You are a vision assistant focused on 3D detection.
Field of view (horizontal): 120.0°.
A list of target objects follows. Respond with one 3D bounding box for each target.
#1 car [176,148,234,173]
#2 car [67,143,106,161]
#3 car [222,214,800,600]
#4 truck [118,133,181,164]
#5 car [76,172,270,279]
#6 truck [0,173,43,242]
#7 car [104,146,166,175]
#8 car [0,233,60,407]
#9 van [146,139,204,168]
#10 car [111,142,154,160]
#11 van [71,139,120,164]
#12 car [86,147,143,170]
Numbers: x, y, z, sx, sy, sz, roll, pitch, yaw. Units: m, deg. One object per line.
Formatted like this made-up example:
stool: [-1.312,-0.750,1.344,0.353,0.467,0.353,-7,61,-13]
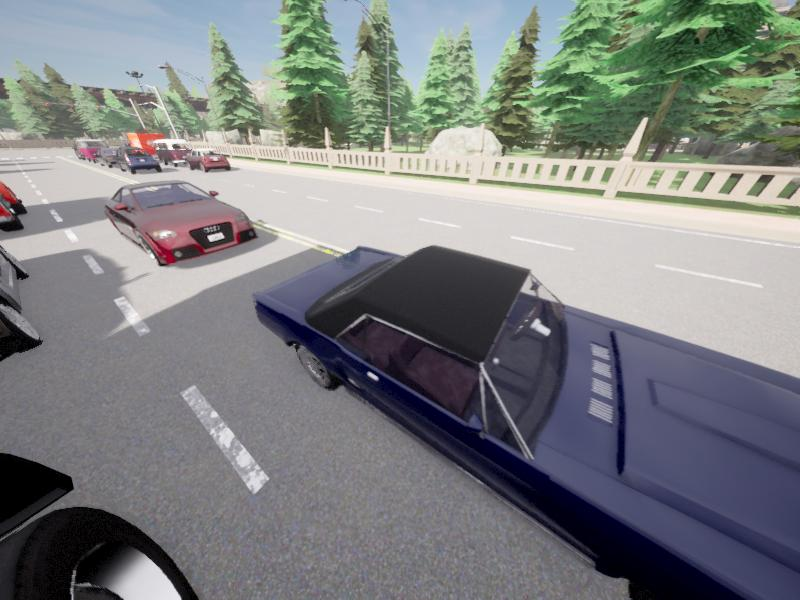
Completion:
car: [-15.370,-11.096,18.274,3.806,1.475,1.970,22,41,28]
car: [-35.919,-17.023,26.476,3.705,1.549,1.789,22,41,28]
car: [0.741,0.454,2.151,4.718,1.301,1.895,22,41,28]
truck: [-26.169,-15.896,24.150,5.204,2.467,2.627,22,41,28]
car: [-5.568,-2.135,5.719,4.181,1.385,1.994,21,40,27]
truck: [-12.852,-3.097,6.070,5.204,2.467,2.627,22,41,28]
car: [-19.843,-10.508,17.295,3.988,1.617,1.851,22,41,28]
car: [-6.541,-0.186,2.722,5.238,1.638,1.930,22,41,28]
van: [-20.488,-13.408,21.030,4.480,2.038,2.069,22,41,28]
car: [-32.317,-18.049,27.893,4.856,1.649,2.033,22,41,28]
van: [-31.198,-15.280,23.659,4.442,1.987,1.775,22,41,28]
car: [-25.380,-12.673,20.514,5.357,1.411,2.033,22,41,28]
